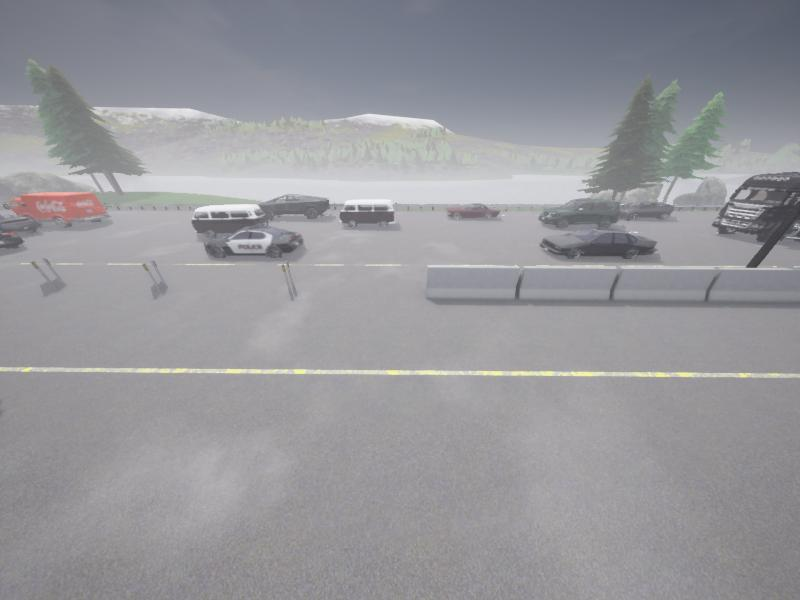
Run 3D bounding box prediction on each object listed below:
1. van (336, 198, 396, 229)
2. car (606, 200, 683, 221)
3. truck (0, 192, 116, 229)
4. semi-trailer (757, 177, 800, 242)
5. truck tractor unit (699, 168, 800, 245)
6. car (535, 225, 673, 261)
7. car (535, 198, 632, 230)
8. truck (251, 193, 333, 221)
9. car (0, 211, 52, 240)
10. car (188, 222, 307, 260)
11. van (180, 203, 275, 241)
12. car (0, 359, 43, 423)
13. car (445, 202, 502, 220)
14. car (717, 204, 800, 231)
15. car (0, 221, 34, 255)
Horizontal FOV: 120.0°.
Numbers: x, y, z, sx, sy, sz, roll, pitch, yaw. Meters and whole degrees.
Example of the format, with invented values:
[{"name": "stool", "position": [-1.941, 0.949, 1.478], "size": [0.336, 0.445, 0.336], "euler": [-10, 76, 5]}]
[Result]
[{"name": "van", "position": [-2.569, -7.022, 18.727], "size": [4.480, 2.038, 2.069], "euler": [0, 30, 1]}, {"name": "car", "position": [22.716, -8.418, 21.658], "size": [4.514, 1.525, 2.007], "euler": [0, 30, 1]}, {"name": "truck", "position": [-28.061, -7.401, 18.954], "size": [5.204, 2.467, 2.627], "euler": [0, 30, -1]}, {"name": "semi-trailer", "position": [33.549, -6.070, 14.701], "size": [14.254, 4.402, 2.717], "euler": [1, 30, 1]}, {"name": "truck tractor unit", "position": [25.638, -6.064, 14.883], "size": [6.516, 4.208, 3.053], "euler": [1, 30, 1]}, {"name": "car", "position": [10.853, -3.172, 12.706], "size": [5.357, 1.411, 2.033], "euler": [0, 30, 1]}, {"name": "car", "position": [14.441, -6.937, 18.571], "size": [5.566, 2.045, 2.150], "euler": [0, 30, 1]}, {"name": "truck", "position": [-9.922, -8.836, 21.811], "size": [6.274, 2.098, 2.390], "euler": [0, 30, 1]}, {"name": "car", "position": [-28.622, -5.197, 16.093], "size": [4.902, 1.511, 2.128], "euler": [0, 30, 0]}, {"name": "car", "position": [-8.168, -3.333, 12.841], "size": [4.974, 1.542, 2.038], "euler": [0, 30, 1]}, {"name": "van", "position": [-11.701, -5.489, 16.069], "size": [4.480, 2.038, 2.069], "euler": [-2, 30, -3]}, {"name": "car", "position": [-10.245, 1.911, 3.766], "size": [4.974, 1.542, 2.038], "euler": [0, 30, 1]}, {"name": "car", "position": [6.794, -8.400, 21.860], "size": [4.718, 1.301, 1.895], "euler": [0, 30, 1]}, {"name": "car", "position": [29.867, -6.674, 18.544], "size": [5.027, 1.651, 2.152], "euler": [0, 30, 0]}, {"name": "car", "position": [-25.097, -3.419, 12.998], "size": [4.974, 1.542, 2.038], "euler": [0, 30, 1]}]
